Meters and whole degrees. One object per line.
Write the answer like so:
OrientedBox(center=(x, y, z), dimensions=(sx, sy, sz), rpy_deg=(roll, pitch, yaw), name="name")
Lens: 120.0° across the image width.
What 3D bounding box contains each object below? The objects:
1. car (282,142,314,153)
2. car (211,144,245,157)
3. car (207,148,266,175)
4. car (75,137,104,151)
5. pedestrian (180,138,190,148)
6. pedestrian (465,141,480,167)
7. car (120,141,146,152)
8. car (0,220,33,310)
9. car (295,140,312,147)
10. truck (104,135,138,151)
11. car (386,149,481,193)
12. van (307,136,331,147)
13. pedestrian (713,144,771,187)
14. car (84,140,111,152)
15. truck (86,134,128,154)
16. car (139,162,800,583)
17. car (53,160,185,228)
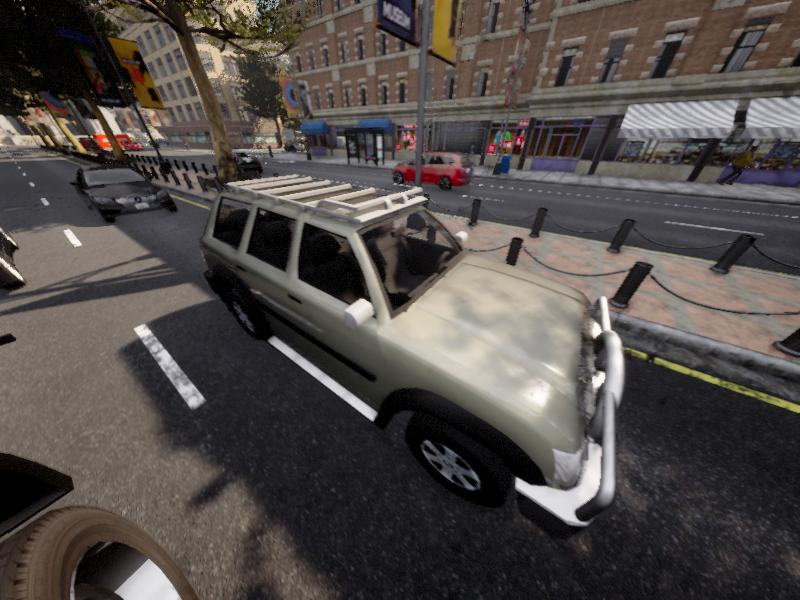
OrientedBox(center=(-18.701, -28.223, 42.564), dimensions=(2.038, 1.542, 4.974), rpy_deg=(21, 40, 26), name="car")
OrientedBox(center=(-24.071, -21.124, 32.584), dimensions=(1.994, 1.385, 4.181), rpy_deg=(-4, 35, -6), name="car")
OrientedBox(center=(-12.441, -10.594, 17.609), dimensions=(3.806, 1.475, 1.970), rpy_deg=(22, 41, 28), name="car")
OrientedBox(center=(-59.691, -29.995, 44.359), dimensions=(5.566, 2.045, 2.150), rpy_deg=(23, 41, 29), name="car")
OrientedBox(center=(-46.726, -34.201, 50.276), dimensions=(0.751, 1.860, 0.751), rpy_deg=(20, 40, 26), name="pedestrian")
OrientedBox(center=(6.277, -12.680, 20.057), dimensions=(0.751, 1.860, 0.751), rpy_deg=(23, 41, 28), name="pedestrian")
OrientedBox(center=(-47.583, -27.389, 41.120), dimensions=(3.988, 1.617, 1.851), rpy_deg=(22, 41, 28), name="car")
OrientedBox(center=(-8.661, -0.979, 3.960), dimensions=(4.892, 1.490, 1.837), rpy_deg=(22, 41, 28), name="car")
OrientedBox(center=(-28.444, -46.237, 68.107), dimensions=(4.902, 1.511, 2.128), rpy_deg=(22, 41, 28), name="car")
OrientedBox(center=(-53.135, -29.977, 44.011), dimensions=(5.204, 2.467, 2.627), rpy_deg=(22, 41, 28), name="truck")
OrientedBox(center=(1.740, -7.368, 12.952), dimensions=(4.611, 1.667, 2.242), rpy_deg=(22, 41, 28), name="car")
OrientedBox(center=(-22.698, -44.285, 64.577), dimensions=(6.366, 2.431, 2.351), rpy_deg=(22, 41, 28), name="van")
OrientedBox(center=(17.767, -7.009, 12.078), dimensions=(0.751, 1.860, 0.751), rpy_deg=(23, 41, 29), name="pedestrian")
OrientedBox(center=(-54.133, -27.575, 41.341), dimensions=(3.988, 1.617, 1.851), rpy_deg=(22, 41, 28), name="car")
OrientedBox(center=(-46.831, -24.965, 36.926), dimensions=(5.204, 2.467, 2.627), rpy_deg=(22, 41, 28), name="truck")
OrientedBox(center=(-0.358, -0.231, 2.606), dimensions=(4.605, 1.855, 1.932), rpy_deg=(23, 41, 27), name="car")
OrientedBox(center=(-10.041, -3.962, 8.232), dimensions=(4.674, 1.442, 1.812), rpy_deg=(22, 41, 28), name="car")
